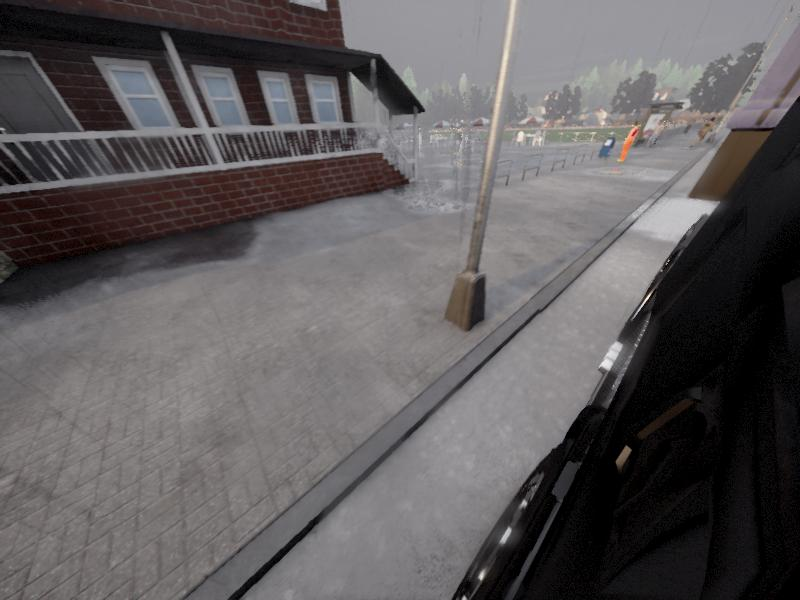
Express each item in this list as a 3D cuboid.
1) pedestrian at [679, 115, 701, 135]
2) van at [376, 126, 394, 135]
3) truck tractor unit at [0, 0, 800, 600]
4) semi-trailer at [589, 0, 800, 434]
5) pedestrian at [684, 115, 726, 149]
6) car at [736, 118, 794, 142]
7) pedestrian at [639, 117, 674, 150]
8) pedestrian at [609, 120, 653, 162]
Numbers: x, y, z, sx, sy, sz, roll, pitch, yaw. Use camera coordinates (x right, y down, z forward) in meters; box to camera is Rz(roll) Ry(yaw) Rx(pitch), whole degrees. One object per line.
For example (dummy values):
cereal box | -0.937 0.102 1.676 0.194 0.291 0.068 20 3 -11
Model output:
pedestrian | 33.659 -20.308 26.842 0.751 1.860 0.751 -28 44 -30
van | -5.397 -63.198 86.283 6.366 2.431 2.351 -28 44 -30
truck tractor unit | 2.645 -0.295 0.351 6.516 4.208 3.053 -28 44 -30
semi-trailer | 9.266 -3.144 3.567 14.254 4.402 2.717 -21 40 -23
pedestrian | 21.230 -11.698 16.144 0.751 1.860 0.751 -7 37 -5
car | 32.435 -15.220 20.636 4.902 1.511 2.128 -28 44 -30
pedestrian | 18.709 -12.141 16.894 0.751 1.860 0.751 -13 38 -13
pedestrian | 12.633 -8.721 12.718 0.751 1.860 0.751 -9 37 -8
